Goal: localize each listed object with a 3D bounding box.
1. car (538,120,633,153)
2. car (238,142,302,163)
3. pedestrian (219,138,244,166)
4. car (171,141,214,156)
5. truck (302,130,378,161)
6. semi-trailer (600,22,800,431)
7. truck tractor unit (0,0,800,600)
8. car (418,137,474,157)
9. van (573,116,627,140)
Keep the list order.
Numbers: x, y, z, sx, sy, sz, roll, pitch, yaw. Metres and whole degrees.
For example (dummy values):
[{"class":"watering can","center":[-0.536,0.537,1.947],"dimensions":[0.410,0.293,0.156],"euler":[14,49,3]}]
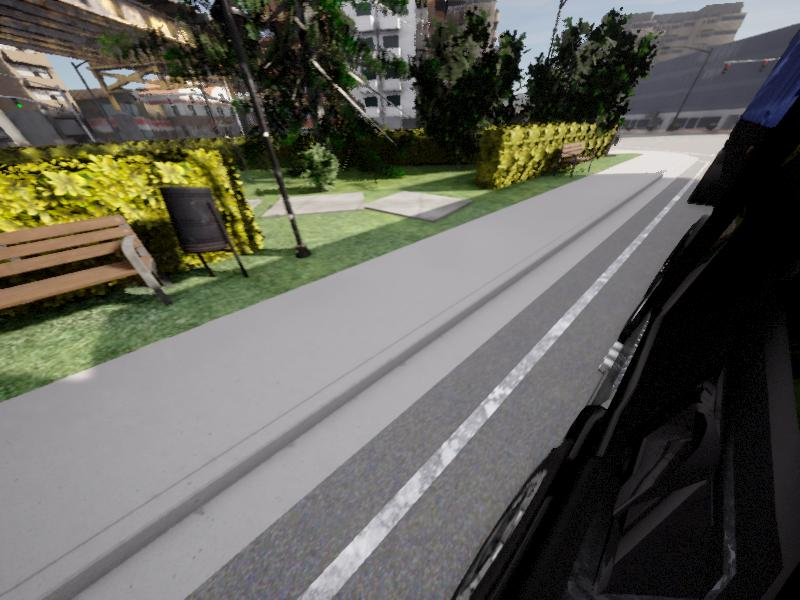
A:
[{"class":"car","center":[15.476,-13.948,19.715],"dimensions":[5.566,2.045,2.150],"euler":[2,37,6]},{"class":"car","center":[-12.662,-14.541,22.741],"dimensions":[4.792,1.488,2.163],"euler":[2,37,6]},{"class":"pedestrian","center":[-13.622,-11.975,18.749],"dimensions":[0.751,1.860,0.751],"euler":[3,37,7]},{"class":"car","center":[-33.115,-24.362,37.074],"dimensions":[1.930,1.638,5.238],"euler":[2,37,6]},{"class":"truck","center":[-5.473,-14.588,21.840],"dimensions":[6.274,2.098,2.390],"euler":[2,37,6]},{"class":"semi-trailer","center":[8.602,-3.660,4.334],"dimensions":[14.254,4.402,2.717],"euler":[-29,44,-31]},{"class":"truck tractor unit","center":[2.645,-0.295,0.351],"dimensions":[6.516,4.208,3.053],"euler":[-28,44,-30]},{"class":"car","center":[4.074,-13.974,21.091],"dimensions":[4.718,1.301,1.895],"euler":[2,37,6]},{"class":"van","center":[27.271,-23.694,31.936],"dimensions":[2.351,2.431,6.366],"euler":[1,36,5]}]
